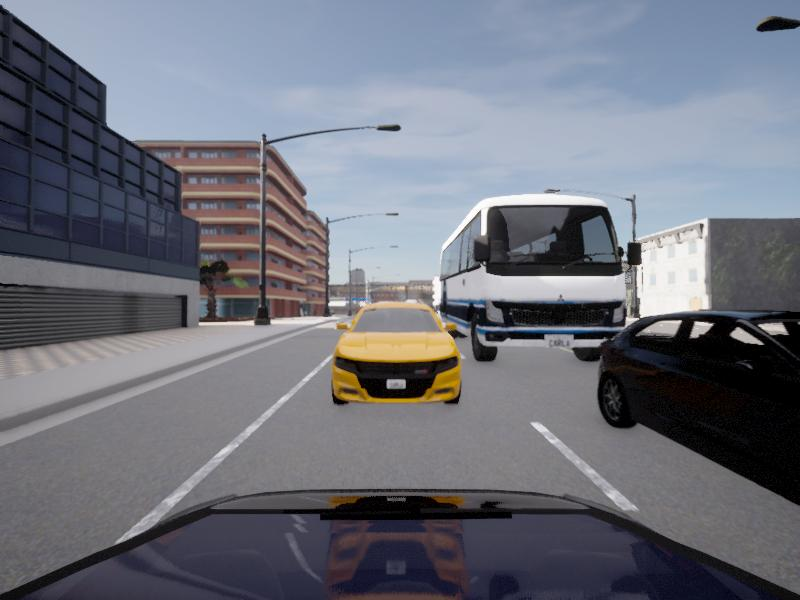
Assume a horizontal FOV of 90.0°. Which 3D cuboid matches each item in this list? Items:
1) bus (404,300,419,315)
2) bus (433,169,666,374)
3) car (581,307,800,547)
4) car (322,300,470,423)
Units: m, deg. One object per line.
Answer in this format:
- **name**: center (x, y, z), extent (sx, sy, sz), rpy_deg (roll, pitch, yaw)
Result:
- **bus**: center (3.401, 2.103, 118.236), extent (3.944, 4.253, 10.273), rpy_deg (0, -1, 0)
- **bus**: center (3.514, -0.619, 13.447), extent (3.944, 4.253, 10.273), rpy_deg (0, 0, 0)
- **car**: center (3.469, 0.842, 3.539), extent (1.816, 1.474, 4.193), rpy_deg (0, 0, 0)
- **car**: center (-0.064, 0.782, 7.590), extent (1.882, 1.535, 5.008), rpy_deg (0, 0, 0)
